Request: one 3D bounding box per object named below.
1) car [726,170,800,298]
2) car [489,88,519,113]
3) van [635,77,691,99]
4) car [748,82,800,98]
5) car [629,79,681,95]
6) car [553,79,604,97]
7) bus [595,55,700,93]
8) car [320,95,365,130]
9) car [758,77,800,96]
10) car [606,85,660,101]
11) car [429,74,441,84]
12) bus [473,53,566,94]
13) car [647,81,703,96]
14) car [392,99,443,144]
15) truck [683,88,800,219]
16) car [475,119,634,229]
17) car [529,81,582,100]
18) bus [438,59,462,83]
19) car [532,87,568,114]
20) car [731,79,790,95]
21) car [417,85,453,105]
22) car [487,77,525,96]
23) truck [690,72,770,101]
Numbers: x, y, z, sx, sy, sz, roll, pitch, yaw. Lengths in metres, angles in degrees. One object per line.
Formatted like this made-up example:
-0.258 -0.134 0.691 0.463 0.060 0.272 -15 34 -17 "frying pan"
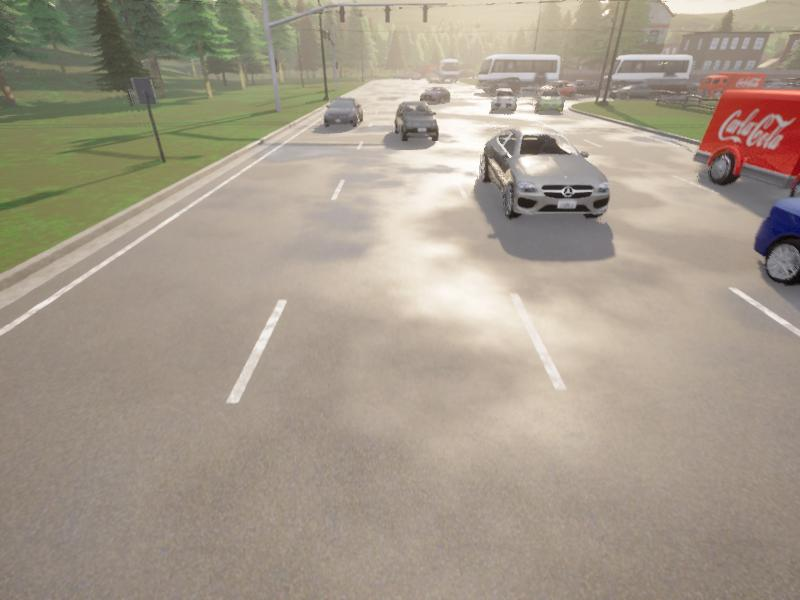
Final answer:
6.995 -0.231 4.876 1.882 1.535 5.008 0 30 0 "car"
8.061 -15.537 31.101 1.970 1.475 3.806 6 31 11 "car"
28.619 -23.192 43.682 4.442 1.987 1.775 -1 30 0 "van"
41.726 -23.031 43.885 4.902 1.511 2.128 0 30 0 "car"
31.659 -26.591 49.809 4.611 1.667 2.242 0 30 0 "car"
20.667 -24.627 46.453 4.611 1.667 2.242 -2 30 -4 "car"
31.940 -29.464 52.167 10.273 4.253 3.944 -1 30 -1 "bus"
-3.275 -11.101 23.549 1.812 1.442 4.674 1 30 2 "car"
45.056 -24.976 46.833 3.866 1.878 1.905 0 30 0 "car"
23.613 -21.064 40.660 4.181 1.385 1.994 -2 30 -3 "car"
6.961 -44.329 80.219 1.801 1.575 5.366 0 30 0 "car"
15.036 -28.792 51.016 10.273 4.253 3.944 -6 29 -11 "bus"
32.106 -24.752 46.855 4.792 1.488 2.163 0 30 0 "car"
0.740 -8.656 19.260 1.789 1.549 3.705 -4 31 -7 "car"
10.513 -3.856 10.149 2.627 2.467 5.204 0 30 0 "truck"
3.508 -3.516 10.407 2.152 1.651 5.027 0 30 0 "car"
16.499 -22.295 42.465 4.611 1.667 2.242 -10 32 -17 "car"
10.580 -49.202 85.909 3.944 4.253 10.273 0 30 0 "bus"
11.477 -15.464 30.927 2.007 1.525 4.514 7 31 11 "car"
44.996 -26.676 50.008 5.027 1.651 2.152 -1 30 -1 "car"
3.366 -19.493 37.973 1.994 1.385 4.181 13 33 21 "car"
12.551 -25.257 47.309 3.866 1.878 1.905 -15 33 -24 "car"
33.317 -21.644 40.573 5.204 2.467 2.627 0 30 -1 "truck"
